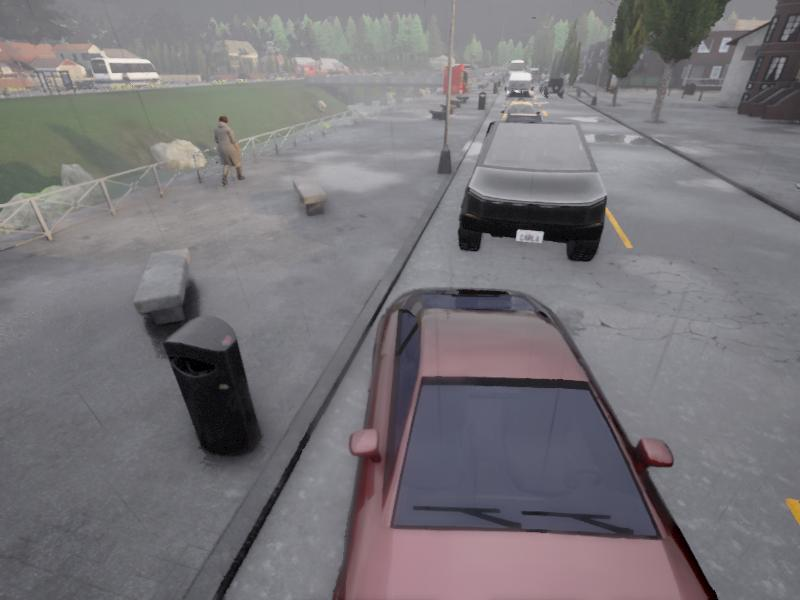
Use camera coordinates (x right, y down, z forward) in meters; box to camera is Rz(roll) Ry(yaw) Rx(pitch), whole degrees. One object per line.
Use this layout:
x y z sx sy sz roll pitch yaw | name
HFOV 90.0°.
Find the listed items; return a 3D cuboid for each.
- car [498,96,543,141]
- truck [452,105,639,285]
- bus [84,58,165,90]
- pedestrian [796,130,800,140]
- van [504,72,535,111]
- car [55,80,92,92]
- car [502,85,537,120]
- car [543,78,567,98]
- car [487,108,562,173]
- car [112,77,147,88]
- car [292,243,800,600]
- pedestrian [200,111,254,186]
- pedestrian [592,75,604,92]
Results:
6.238 -9.596 20.855 1.801 1.575 5.366 7 31 12 | car
2.805 -2.829 8.774 2.390 2.098 6.274 7 31 12 | truck
-44.531 -36.904 65.331 3.944 4.253 10.273 7 31 12 | bus
18.351 -7.927 17.406 0.751 1.860 0.751 5 31 9 | pedestrian
9.937 -17.567 33.523 1.988 2.561 5.915 7 32 12 | van
-49.908 -32.836 61.245 1.970 1.475 3.806 7 31 12 | car
8.133 -13.590 27.387 1.932 1.855 4.605 7 31 12 | car
17.196 -23.679 44.591 1.905 1.878 3.866 7 31 12 | car
4.555 -6.140 15.014 2.128 1.511 4.902 7 31 12 | car
-47.325 -38.201 70.164 2.033 1.649 4.856 7 31 12 | car
0.666 1.025 2.937 1.994 1.385 4.181 1 30 2 | car
-4.841 -4.260 11.289 0.751 1.860 0.751 7 31 12 | pedestrian
25.721 -28.163 52.016 0.751 1.860 0.751 2 30 4 | pedestrian
